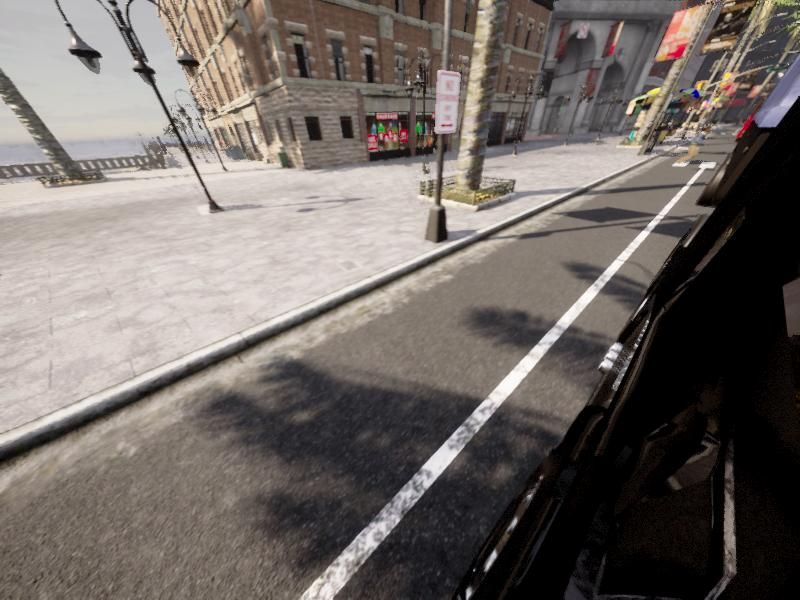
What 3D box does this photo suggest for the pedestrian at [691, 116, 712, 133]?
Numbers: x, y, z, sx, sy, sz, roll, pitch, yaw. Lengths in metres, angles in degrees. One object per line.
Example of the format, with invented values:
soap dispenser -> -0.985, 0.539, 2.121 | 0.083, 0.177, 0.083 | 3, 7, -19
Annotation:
pedestrian -> 42.168, -24.583, 32.308 | 0.751, 1.860, 0.751 | -6, 37, -5

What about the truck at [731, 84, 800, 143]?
truck -> 34.383, -16.968, 21.183 | 8.468, 3.827, 2.891 | -28, 43, -30

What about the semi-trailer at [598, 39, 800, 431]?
semi-trailer -> 8.698, -3.587, 4.252 | 14.254, 4.402, 2.717 | -28, 43, -30

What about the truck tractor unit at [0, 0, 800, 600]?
truck tractor unit -> 2.645, -0.295, 0.351 | 6.516, 4.208, 3.053 | -28, 44, -30

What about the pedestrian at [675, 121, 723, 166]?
pedestrian -> 15.512, -8.119, 12.045 | 0.751, 1.860, 0.751 | -32, 45, -33
